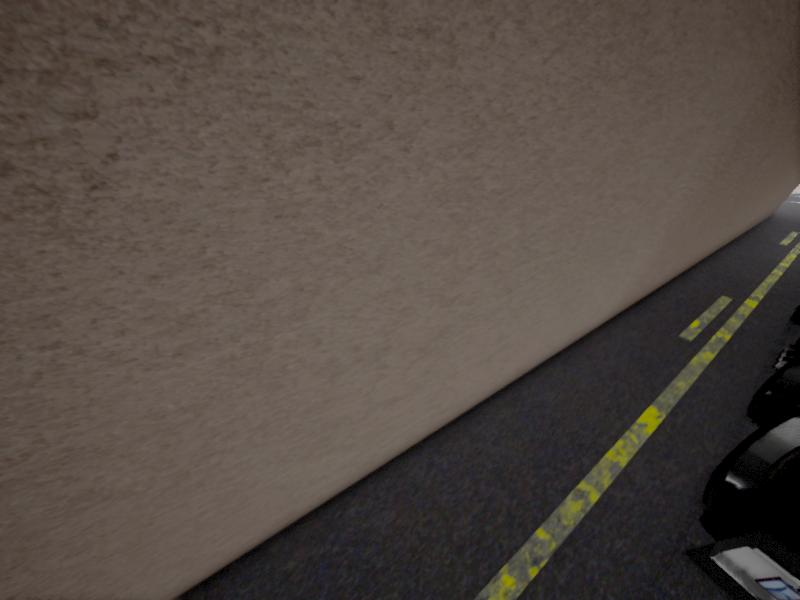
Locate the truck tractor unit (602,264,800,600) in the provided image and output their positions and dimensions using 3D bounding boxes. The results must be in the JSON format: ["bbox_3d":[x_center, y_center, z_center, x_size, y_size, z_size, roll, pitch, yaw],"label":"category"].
[{"bbox_3d":[5.112,-0.299,0.784,6.516,4.208,3.053,-18,39,-24],"label":"truck tractor unit"}]

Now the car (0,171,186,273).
[{"bbox_3d":[-8.204,-1.819,5.212,4.514,1.525,2.007,-18,39,-24],"label":"car"}]
